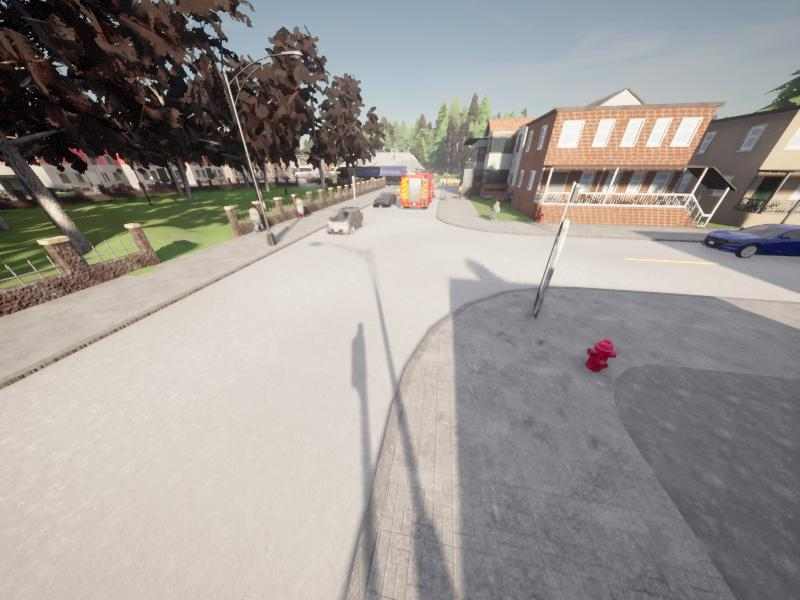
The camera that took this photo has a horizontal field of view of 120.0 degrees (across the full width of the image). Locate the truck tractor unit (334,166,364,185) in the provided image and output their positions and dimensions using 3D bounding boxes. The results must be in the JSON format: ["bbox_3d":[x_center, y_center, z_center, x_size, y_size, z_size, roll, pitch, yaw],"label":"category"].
[{"bbox_3d":[-13.077,-32.107,59.439,6.516,4.208,3.053,5,30,8],"label":"truck tractor unit"}]

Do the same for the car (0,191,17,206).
[{"bbox_3d":[-47.776,-11.353,26.194,1.970,1.475,3.806,5,30,9],"label":"car"}]

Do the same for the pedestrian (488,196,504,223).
[{"bbox_3d":[7.530,-7.083,18.140,0.751,1.860,0.751,12,32,19],"label":"pedestrian"}]

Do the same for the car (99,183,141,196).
[{"bbox_3d":[-45.449,-17.993,37.616,1.789,1.549,3.705,5,30,9],"label":"car"}]

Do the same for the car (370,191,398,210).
[{"bbox_3d":[-1.661,-11.662,26.812,2.033,1.411,5.357,5,30,8],"label":"car"}]

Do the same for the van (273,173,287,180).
[{"bbox_3d":[-41.032,-42.252,79.206,1.775,1.987,4.442,5,30,9],"label":"van"}]

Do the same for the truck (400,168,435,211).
[{"bbox_3d":[2.258,-13.068,26.816,2.891,3.827,8.468,6,30,10],"label":"truck"}]

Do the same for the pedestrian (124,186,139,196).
[{"bbox_3d":[-41.036,-16.647,35.283,0.751,1.300,0.751,5,30,9],"label":"pedestrian"}]

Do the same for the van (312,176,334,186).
[{"bbox_3d":[-19.021,-29.661,57.340,4.480,2.038,2.069,5,30,9],"label":"van"}]

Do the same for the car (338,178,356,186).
[{"bbox_3d":[-12.908,-28.897,56.527,3.633,1.501,1.845,5,30,9],"label":"car"}]

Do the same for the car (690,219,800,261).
[{"bbox_3d":[19.056,-3.073,11.791,5.008,1.535,1.882,5,30,9],"label":"car"}]

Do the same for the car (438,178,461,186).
[{"bbox_3d":[12.031,-28.744,56.210,5.366,1.575,1.801,5,30,9],"label":"car"}]

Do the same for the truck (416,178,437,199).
[{"bbox_3d":[4.071,-16.875,34.767,2.627,2.467,5.204,5,30,9],"label":"truck"}]

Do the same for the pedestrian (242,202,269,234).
[{"bbox_3d":[-9.434,-5.362,15.177,0.751,1.860,0.751,5,30,8],"label":"pedestrian"}]

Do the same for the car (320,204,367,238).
[{"bbox_3d":[-3.816,-5.644,16.252,1.845,1.501,3.633,5,30,9],"label":"car"}]

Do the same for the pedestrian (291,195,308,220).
[{"bbox_3d":[-8.359,-7.700,19.226,0.751,1.860,0.751,1,30,2],"label":"pedestrian"}]

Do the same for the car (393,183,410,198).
[{"bbox_3d":[0.375,-17.426,36.609,1.801,1.575,5.366,5,30,9],"label":"car"}]

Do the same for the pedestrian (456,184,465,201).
[{"bbox_3d":[7.921,-14.142,30.383,0.751,1.860,0.751,14,33,22],"label":"pedestrian"}]

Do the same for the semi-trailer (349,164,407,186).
[{"bbox_3d":[-5.582,-30.979,57.241,14.254,4.402,2.717,11,31,18],"label":"semi-trailer"}]

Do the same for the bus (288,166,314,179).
[{"bbox_3d":[-38.495,-50.047,90.445,3.944,4.253,10.273,5,30,9],"label":"bus"}]

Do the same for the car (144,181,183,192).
[{"bbox_3d":[-44.278,-21.282,43.373,1.837,1.490,4.892,5,30,8],"label":"car"}]

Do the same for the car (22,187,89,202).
[{"bbox_3d":[-46.697,-14.440,31.490,2.007,1.525,4.514,5,30,9],"label":"car"}]
